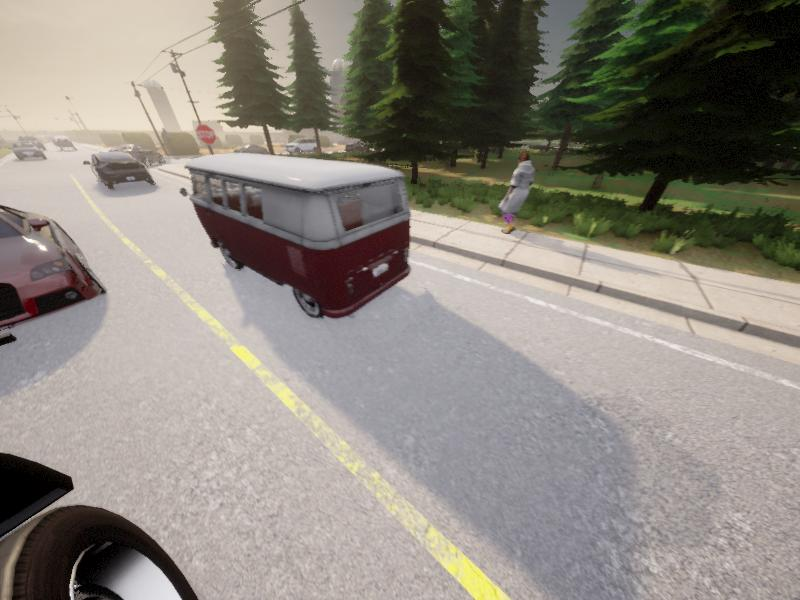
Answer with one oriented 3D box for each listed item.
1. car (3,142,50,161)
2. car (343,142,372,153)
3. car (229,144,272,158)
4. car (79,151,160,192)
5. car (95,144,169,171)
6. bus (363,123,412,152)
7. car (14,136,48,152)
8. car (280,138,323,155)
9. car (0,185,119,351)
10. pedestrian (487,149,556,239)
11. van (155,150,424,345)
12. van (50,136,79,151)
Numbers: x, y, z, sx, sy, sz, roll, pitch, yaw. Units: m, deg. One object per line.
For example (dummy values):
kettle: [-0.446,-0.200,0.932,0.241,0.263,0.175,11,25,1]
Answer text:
car: [-40.547,-16.226,25.192,4.902,1.511,2.128,25,42,30]
car: [-7.376,-26.702,40.458,2.163,1.488,4.792,23,41,28]
car: [-19.960,-20.078,31.040,1.994,1.385,4.181,22,40,27]
car: [-15.288,-7.133,12.561,4.892,1.490,1.837,25,42,30]
car: [-22.614,-12.399,19.875,2.152,1.651,5.027,-13,37,-18]
bus: [-2.113,-32.147,45.828,3.944,4.253,10.273,23,41,28]
car: [-60.462,-25.664,37.911,5.566,2.045,2.150,25,42,30]
car: [-15.249,-24.103,36.209,2.150,2.045,5.566,23,41,28]
car: [-6.735,-0.682,3.617,4.181,1.385,1.994,23,41,29]
pedestrian: [2.890,-2.585,5.682,0.751,1.860,0.751,-19,40,-26]
van: [-2.003,-1.394,4.141,4.442,1.987,1.775,23,41,29]
van: [-59.476,-27.782,40.931,4.480,2.038,2.069,25,42,30]
